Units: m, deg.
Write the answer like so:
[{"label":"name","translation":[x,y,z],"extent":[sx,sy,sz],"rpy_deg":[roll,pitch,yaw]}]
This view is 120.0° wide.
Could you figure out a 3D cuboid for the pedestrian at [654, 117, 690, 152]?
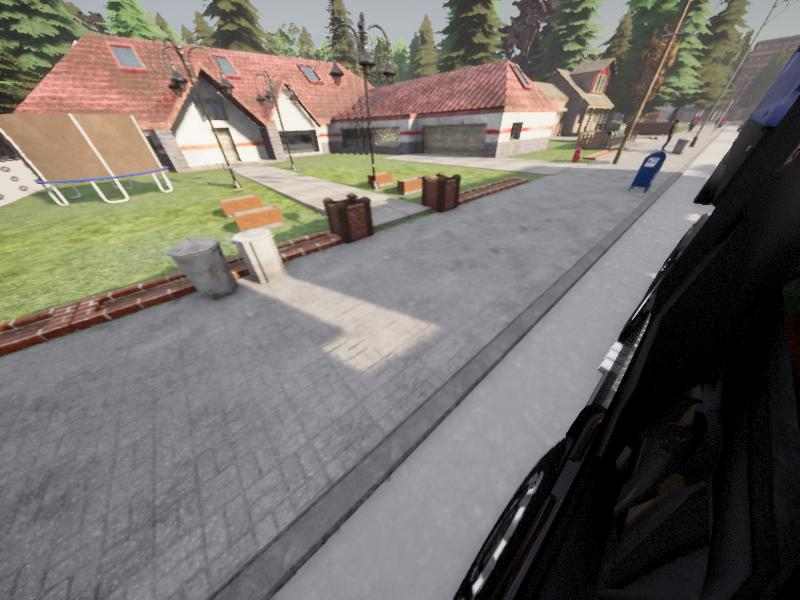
[{"label":"pedestrian","translation":[18.370,-11.174,15.660],"extent":[0.751,1.860,0.751],"rpy_deg":[21,43,28]}]

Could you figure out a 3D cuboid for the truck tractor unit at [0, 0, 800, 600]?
[{"label":"truck tractor unit","translation":[2.645,-0.295,0.351],"extent":[6.516,4.208,3.053],"rpy_deg":[-28,44,-30]}]

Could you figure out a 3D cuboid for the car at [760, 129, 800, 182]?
[{"label":"car","translation":[16.980,-6.032,9.113],"extent":[4.605,1.855,1.932],"rpy_deg":[-24,42,-25]}]

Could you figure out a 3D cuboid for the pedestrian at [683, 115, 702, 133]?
[{"label":"pedestrian","translation":[39.312,-23.693,31.095],"extent":[0.751,1.860,0.751],"rpy_deg":[-28,44,-30]}]

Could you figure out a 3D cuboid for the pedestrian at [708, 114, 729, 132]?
[{"label":"pedestrian","translation":[40.972,-22.730,29.725],"extent":[0.751,1.860,0.751],"rpy_deg":[-26,43,-28]}]

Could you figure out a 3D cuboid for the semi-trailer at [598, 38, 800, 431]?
[{"label":"semi-trailer","translation":[8.670,-3.617,4.264],"extent":[14.254,4.402,2.717],"rpy_deg":[-28,44,-30]}]

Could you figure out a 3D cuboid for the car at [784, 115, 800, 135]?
[{"label":"car","translation":[45.127,-19.409,25.496],"extent":[4.856,1.649,2.033],"rpy_deg":[-28,44,-30]}]
